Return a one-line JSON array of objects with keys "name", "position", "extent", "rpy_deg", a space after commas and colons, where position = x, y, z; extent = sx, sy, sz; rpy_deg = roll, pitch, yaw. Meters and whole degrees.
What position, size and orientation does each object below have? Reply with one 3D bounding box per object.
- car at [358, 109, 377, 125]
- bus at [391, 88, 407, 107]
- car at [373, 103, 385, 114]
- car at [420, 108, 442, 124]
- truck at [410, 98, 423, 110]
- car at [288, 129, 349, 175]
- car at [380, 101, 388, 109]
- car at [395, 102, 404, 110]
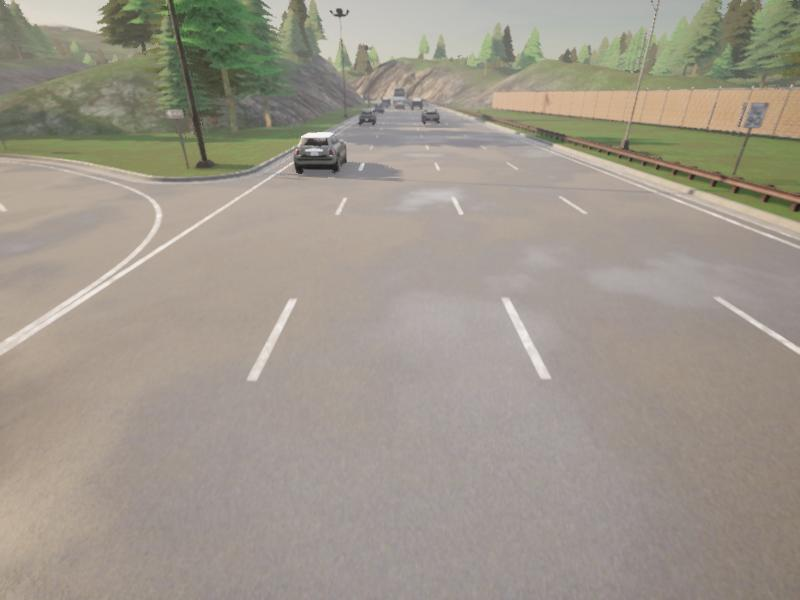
[{"name": "car", "position": [-3.556, -20.427, 44.538], "extent": [1.816, 1.474, 4.193], "rpy_deg": [0, 27, 0]}, {"name": "bus", "position": [-0.294, -51.906, 102.413], "extent": [3.944, 4.253, 10.273], "rpy_deg": [0, 27, 0]}, {"name": "car", "position": [-3.574, -32.759, 68.348], "extent": [1.851, 1.617, 3.988], "rpy_deg": [0, 27, 0]}, {"name": "car", "position": [3.444, -21.011, 45.583], "extent": [2.128, 1.511, 4.902], "rpy_deg": [0, 27, 0]}, {"name": "truck", "position": [3.468, -40.952, 83.534], "extent": [2.390, 2.098, 6.274], "rpy_deg": [0, 27, 0]}, {"name": "car", "position": [-3.528, -6.768, 18.096], "extent": [1.970, 1.475, 3.806], "rpy_deg": [0, 27, 0]}, {"name": "car", "position": [-3.582, -44.257, 90.653], "extent": [1.816, 1.474, 4.193], "rpy_deg": [0, 27, 0]}, {"name": "car", "position": [-0.040, -41.305, 84.958], "extent": [1.812, 1.442, 4.674], "rpy_deg": [0, 27, 0]}]
